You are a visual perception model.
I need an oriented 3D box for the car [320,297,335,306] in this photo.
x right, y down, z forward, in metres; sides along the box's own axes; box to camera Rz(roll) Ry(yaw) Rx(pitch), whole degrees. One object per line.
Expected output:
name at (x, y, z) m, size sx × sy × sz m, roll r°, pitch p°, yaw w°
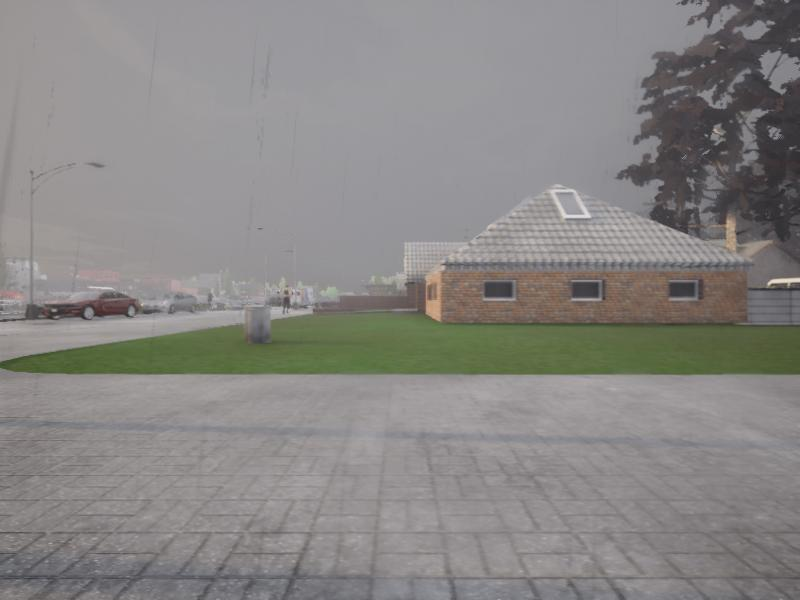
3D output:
car at (-12.111, 0.252, 67.170) m, size 1.816 × 1.474 × 4.193 m, roll 0°, pitch 0°, yaw 0°

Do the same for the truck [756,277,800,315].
truck at (22.311, -0.215, 21.679) m, size 2.069 × 2.038 × 4.478 m, roll 0°, pitch 0°, yaw 0°

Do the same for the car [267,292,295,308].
car at (-16.109, -0.038, 54.287) m, size 2.150 × 2.045 × 5.566 m, roll 0°, pitch 0°, yaw 0°

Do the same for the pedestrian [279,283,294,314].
pedestrian at (-6.920, -0.069, 24.404) m, size 0.751 × 1.860 × 0.751 m, roll 0°, pitch 0°, yaw -1°

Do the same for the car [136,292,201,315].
car at (-16.108, 0.225, 28.180) m, size 2.007 × 1.525 × 4.514 m, roll 0°, pitch 0°, yaw 0°

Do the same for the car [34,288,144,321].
car at (-16.078, 0.219, 21.137) m, size 1.882 × 1.535 × 5.008 m, roll 0°, pitch 0°, yaw 1°

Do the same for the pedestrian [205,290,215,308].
pedestrian at (-19.775, -0.072, 41.661) m, size 0.751 × 1.860 × 0.751 m, roll 0°, pitch 0°, yaw -1°

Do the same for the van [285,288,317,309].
van at (-12.107, -0.225, 49.377) m, size 2.351 × 2.431 × 6.366 m, roll 0°, pitch 0°, yaw 0°
